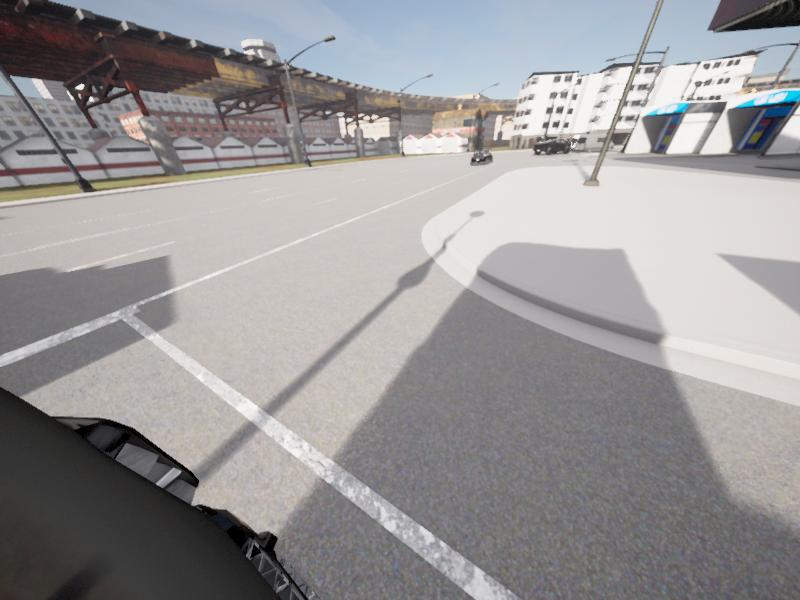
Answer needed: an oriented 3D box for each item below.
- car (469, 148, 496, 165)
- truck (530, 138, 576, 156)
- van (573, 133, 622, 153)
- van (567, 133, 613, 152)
[{"bbox_3d":[9.507,-16.508,26.529,1.845,1.501,3.633,18,39,28],"label":"car"},{"bbox_3d":[24.141,-24.181,36.520,6.274,2.098,2.390,-16,36,-20],"label":"truck"},{"bbox_3d":[32.255,-25.756,37.944,5.915,2.561,1.988,-7,34,-7],"label":"van"},{"bbox_3d":[33.606,-27.862,41.000,5.915,2.561,1.988,-5,34,-4],"label":"van"}]
